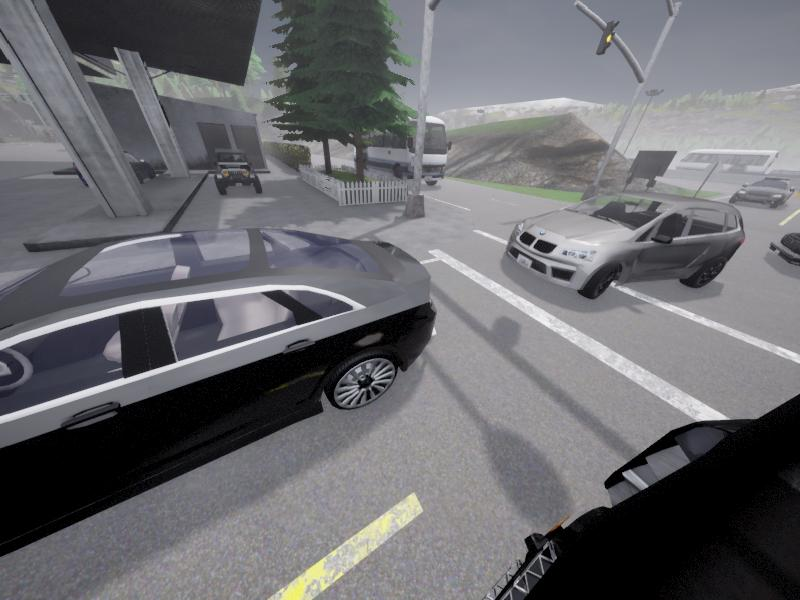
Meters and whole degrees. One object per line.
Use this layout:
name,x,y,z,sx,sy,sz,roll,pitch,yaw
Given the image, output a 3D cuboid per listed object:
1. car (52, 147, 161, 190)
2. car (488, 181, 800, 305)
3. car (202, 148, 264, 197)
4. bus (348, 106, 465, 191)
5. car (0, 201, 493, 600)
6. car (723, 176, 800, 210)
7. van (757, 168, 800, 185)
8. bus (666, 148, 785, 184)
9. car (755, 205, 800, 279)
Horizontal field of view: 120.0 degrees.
car,-15.822,-7.473,12.935,2.242,1.667,4.611,-16,38,-26
car,4.765,-1.398,5.002,4.611,1.667,2.242,-5,34,-14
car,-8.743,-6.876,12.282,1.905,1.878,3.866,-16,38,-26
bus,-0.336,-11.899,18.343,3.944,4.253,10.273,-16,38,-26
car,-1.948,0.339,1.921,4.902,1.511,2.128,-16,38,-26
car,23.823,-7.063,15.048,4.974,1.542,2.038,-16,38,-26
van,62.673,-20.085,37.611,1.775,1.987,4.442,-16,38,-26
bus,53.280,-22.546,38.534,3.944,4.253,10.273,-16,38,-26
car,12.223,-0.558,4.612,5.357,1.411,2.033,29,41,34
